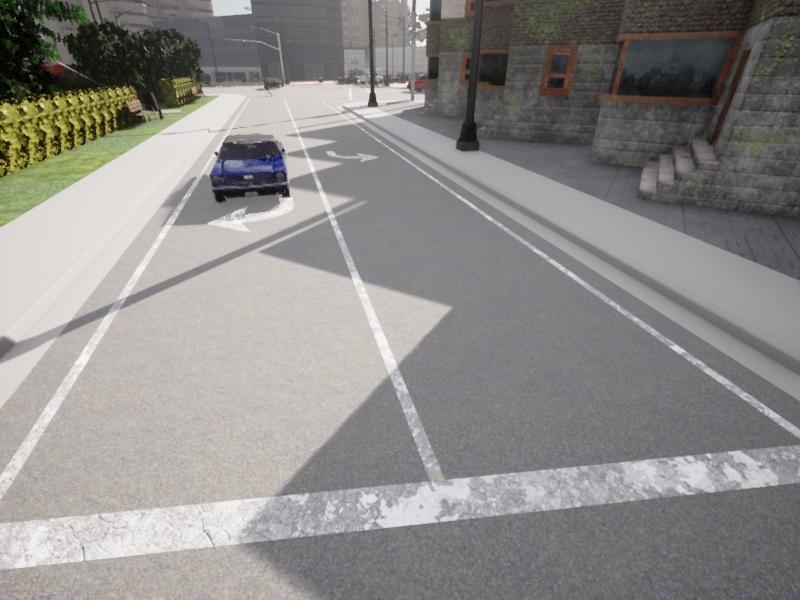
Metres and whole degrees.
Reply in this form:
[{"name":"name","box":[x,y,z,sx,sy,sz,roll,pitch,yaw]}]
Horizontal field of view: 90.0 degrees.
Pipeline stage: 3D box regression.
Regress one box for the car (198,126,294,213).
[{"name":"car","box":[-4.177,-3.900,11.349,1.895,1.301,4.718,-8,31,-14]}]

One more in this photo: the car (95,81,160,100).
[{"name":"car","box":[-28.021,-21.689,41.360,2.128,1.511,4.902,16,34,26]}]

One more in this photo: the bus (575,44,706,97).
[{"name":"bus","box":[24.010,-23.207,40.720,10.273,4.253,3.944,15,33,26]}]

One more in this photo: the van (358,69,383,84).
[{"name":"van","box":[-5.889,-44.912,80.184,1.988,2.561,5.915,17,34,26]}]

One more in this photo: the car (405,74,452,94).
[{"name":"car","box":[3.637,-27.887,51.543,5.566,2.045,2.150,16,34,25]}]

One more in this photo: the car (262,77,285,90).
[{"name":"car","box":[-18.859,-32.481,59.942,2.163,1.488,4.792,-1,30,-2]}]

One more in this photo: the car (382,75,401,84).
[{"name":"car","box":[-1.684,-44.602,80.739,1.816,1.474,4.193,17,34,26]}]

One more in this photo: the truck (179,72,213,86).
[{"name":"truck","box":[-36.772,-39.771,72.030,6.274,2.098,2.390,21,36,32]}]

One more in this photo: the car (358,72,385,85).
[{"name":"car","box":[-5.281,-41.726,75.233,2.150,2.045,5.566,17,34,26]}]

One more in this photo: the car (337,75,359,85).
[{"name":"car","box":[-9.637,-41.194,74.858,1.816,1.474,4.193,16,34,26]}]

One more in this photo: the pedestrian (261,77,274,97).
[{"name":"pedestrian","box":[-14.672,-23.565,44.252,0.751,1.860,0.751,15,33,23]}]

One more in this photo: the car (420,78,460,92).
[{"name":"car","box":[5.350,-29.206,54.317,5.008,1.535,1.882,16,34,25]}]
